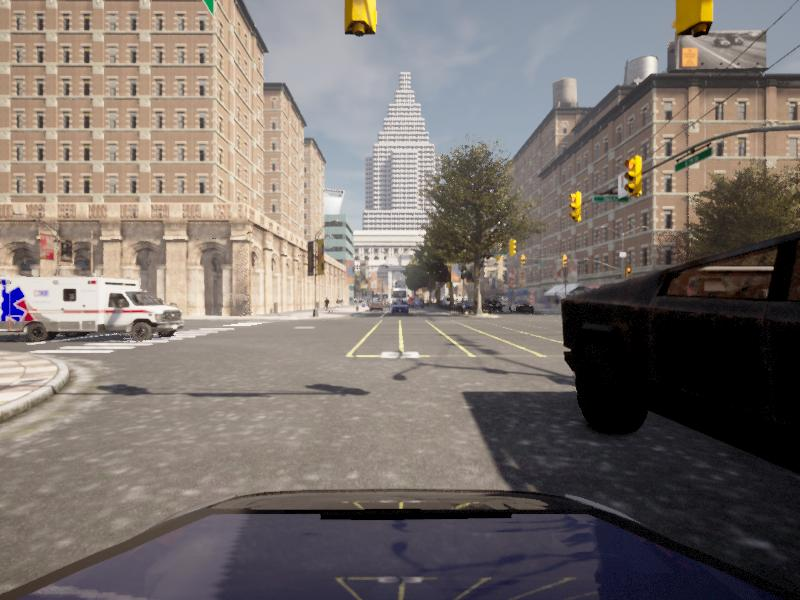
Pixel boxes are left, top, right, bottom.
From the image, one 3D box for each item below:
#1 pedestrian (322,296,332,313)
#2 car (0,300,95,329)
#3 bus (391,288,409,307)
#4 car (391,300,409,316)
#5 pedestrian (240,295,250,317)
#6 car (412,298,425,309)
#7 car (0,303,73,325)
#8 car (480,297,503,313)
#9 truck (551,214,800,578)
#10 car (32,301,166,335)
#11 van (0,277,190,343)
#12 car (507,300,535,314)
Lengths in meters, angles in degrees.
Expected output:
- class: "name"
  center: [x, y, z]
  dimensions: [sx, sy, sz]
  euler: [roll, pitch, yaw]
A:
- class: "pedestrian"
  center: [-8.002, 0.488, 43.916]
  dimensions: [0.751, 1.860, 0.751]
  euler: [0, 0, 19]
- class: "car"
  center: [-20.876, 0.802, 22.979]
  dimensions: [5.366, 1.575, 1.801]
  euler: [0, 0, 0]
- class: "bus"
  center: [0.063, -0.533, 92.348]
  dimensions: [3.944, 4.253, 10.273]
  euler: [0, 0, 0]
- class: "car"
  center: [0.012, 0.825, 43.388]
  dimensions: [1.882, 1.535, 5.008]
  euler: [0, 0, 0]
- class: "pedestrian"
  center: [-13.394, 0.487, 34.538]
  dimensions: [0.751, 1.860, 0.751]
  euler: [0, 0, -17]
- class: "car"
  center: [3.453, 0.574, 75.495]
  dimensions: [2.150, 2.045, 5.566]
  euler: [0, 0, 0]
- class: "car"
  center: [-25.155, 0.896, 26.456]
  dimensions: [5.357, 1.411, 2.033]
  euler: [0, 0, 0]
- class: "car"
  center: [11.468, 0.651, 50.470]
  dimensions: [1.932, 1.855, 4.605]
  euler: [0, -1, 0]
- class: "truck"
  center: [3.497, 0.560, 2.952]
  dimensions: [2.390, 2.098, 6.274]
  euler: [0, -1, 0]
- class: "car"
  center: [-14.603, 0.830, 19.639]
  dimensions: [4.974, 1.542, 2.038]
  euler: [0, 0, -2]
- class: "van"
  center: [-12.235, 0.379, 16.032]
  dimensions: [6.366, 2.431, 2.351]
  euler: [0, 0, 0]
- class: "car"
  center: [14.969, 0.831, 49.720]
  dimensions: [2.038, 1.542, 4.974]
  euler: [0, 0, 0]
